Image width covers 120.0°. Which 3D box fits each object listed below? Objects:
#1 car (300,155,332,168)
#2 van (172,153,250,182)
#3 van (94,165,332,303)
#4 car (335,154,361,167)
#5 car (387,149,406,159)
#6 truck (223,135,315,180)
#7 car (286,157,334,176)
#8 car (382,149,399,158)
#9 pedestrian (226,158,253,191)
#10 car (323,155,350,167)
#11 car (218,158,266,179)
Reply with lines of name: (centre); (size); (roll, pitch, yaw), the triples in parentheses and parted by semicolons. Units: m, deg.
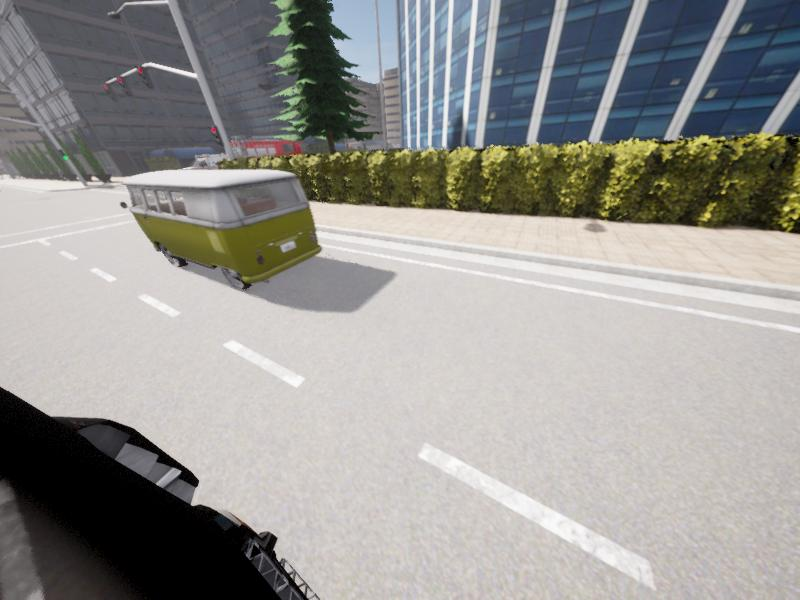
car: (-14.323, -23.832, 39.695); (1.882, 1.535, 5.008); (14, 38, 25)
van: (-22.120, -15.877, 27.534); (2.351, 2.431, 6.366); (14, 37, 25)
van: (-4.005, -1.724, 5.104); (4.442, 1.987, 1.775); (15, 37, 25)
car: (-8.193, -22.196, 36.733); (1.845, 1.501, 3.633); (14, 37, 25)
car: (-0.754, -34.308, 54.283); (1.930, 1.638, 5.238); (14, 38, 25)
truck: (-14.401, -16.555, 26.658); (2.891, 3.827, 8.468); (14, 37, 25)
car: (-10.425, -15.706, 27.146); (2.128, 1.511, 4.902); (15, 37, 25)
car: (-2.319, -36.742, 58.055); (2.242, 1.667, 4.611); (14, 37, 25)
pedestrian: (-10.998, -8.605, 15.850); (0.751, 1.860, 0.751); (23, 42, 34)
car: (-10.632, -23.611, 39.211); (1.994, 1.385, 4.181); (14, 37, 25)
car: (-18.409, -15.520, 27.178); (1.905, 1.878, 3.866); (14, 37, 25)
